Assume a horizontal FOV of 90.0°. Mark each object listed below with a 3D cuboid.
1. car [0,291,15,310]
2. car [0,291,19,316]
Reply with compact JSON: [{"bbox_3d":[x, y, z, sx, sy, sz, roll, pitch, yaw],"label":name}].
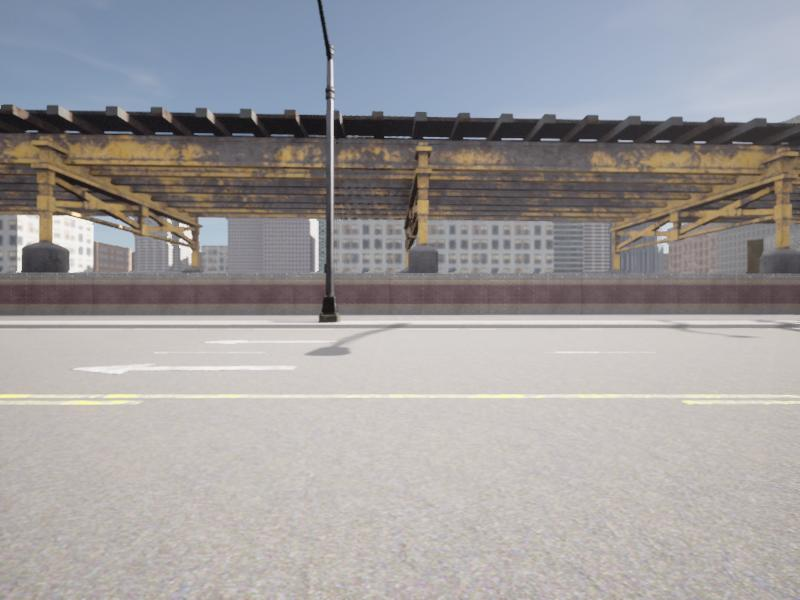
[{"bbox_3d":[-27.167,0.049,25.959,4.536,1.218,1.853,0,0,29],"label":"car"},{"bbox_3d":[-27.121,0.207,25.934,4.974,1.542,2.038,0,0,29],"label":"car"}]
